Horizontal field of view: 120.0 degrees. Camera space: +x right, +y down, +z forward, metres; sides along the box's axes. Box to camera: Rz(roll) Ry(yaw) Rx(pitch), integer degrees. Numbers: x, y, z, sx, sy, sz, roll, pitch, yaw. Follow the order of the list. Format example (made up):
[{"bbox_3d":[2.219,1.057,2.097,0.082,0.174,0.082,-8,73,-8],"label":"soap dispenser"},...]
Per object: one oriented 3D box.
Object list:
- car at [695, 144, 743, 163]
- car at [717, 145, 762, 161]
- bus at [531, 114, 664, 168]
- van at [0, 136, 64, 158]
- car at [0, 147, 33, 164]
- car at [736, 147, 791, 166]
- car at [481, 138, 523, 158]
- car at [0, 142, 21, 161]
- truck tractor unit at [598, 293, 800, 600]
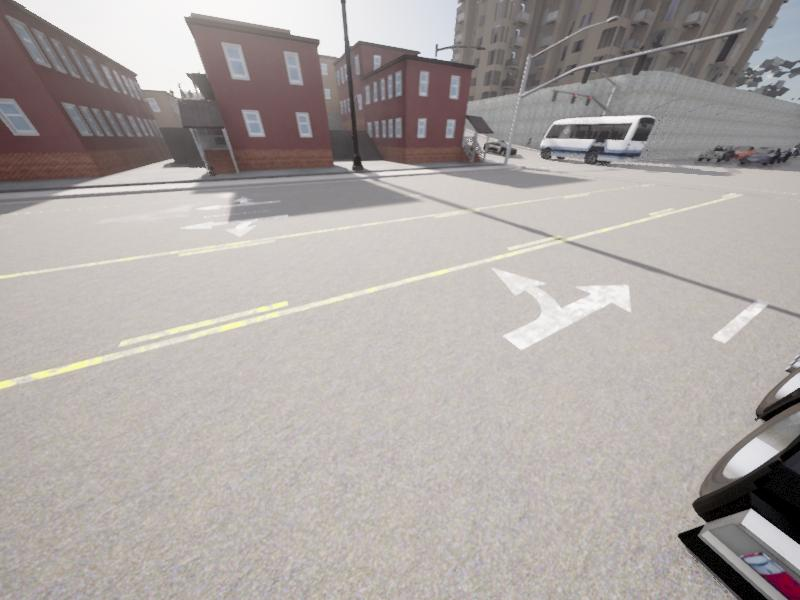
[{"bbox_3d":[39.732,-18.261,28.803,4.605,1.855,1.932,-16,38,-22],"label":"car"},{"bbox_3d":[46.601,-20.210,31.715,4.553,1.767,2.097,-16,38,-22],"label":"car"},{"bbox_3d":[21.320,-18.167,26.403,3.944,4.253,10.273,-13,38,-20],"label":"bus"},{"bbox_3d":[-52.881,-22.021,33.209,2.351,2.431,6.366,-16,38,-22],"label":"van"},{"bbox_3d":[-43.900,-15.882,25.367,1.994,1.385,4.181,-16,38,-21],"label":"car"},{"bbox_3d":[41.492,-16.420,26.391,4.856,1.649,2.033,-16,38,-22],"label":"car"},{"bbox_3d":[14.072,-21.283,32.272,1.930,1.638,5.238,-16,43,-22],"label":"car"},{"bbox_3d":[-49.264,-17.726,27.540,1.932,1.855,4.605,-16,38,-22],"label":"car"},{"bbox_3d":[5.163,-0.244,0.719,6.516,4.208,3.053,-16,38,-22],"label":"truck tractor unit"}]
